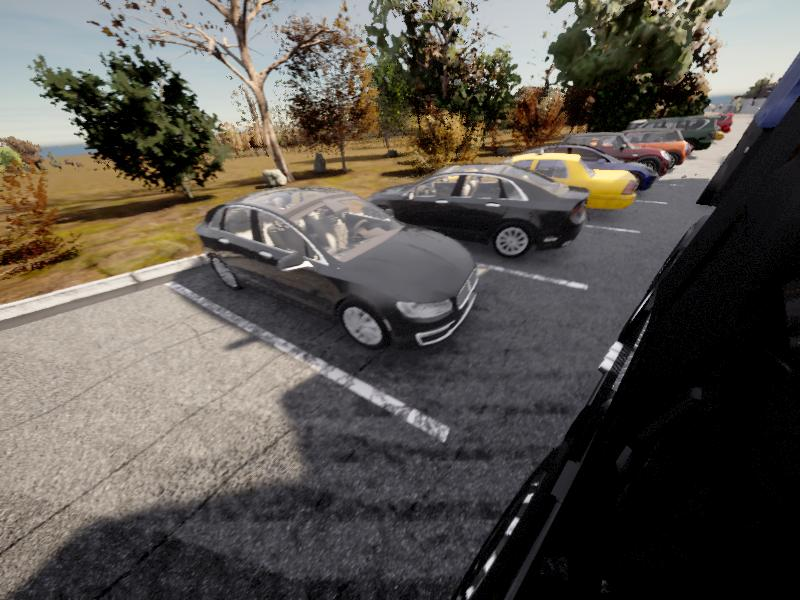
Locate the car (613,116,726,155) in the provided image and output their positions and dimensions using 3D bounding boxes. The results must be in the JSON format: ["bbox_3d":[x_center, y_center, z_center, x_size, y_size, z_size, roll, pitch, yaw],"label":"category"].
[{"bbox_3d":[18.300,-11.422,16.134,4.442,1.987,1.878,17,40,25],"label":"car"}]

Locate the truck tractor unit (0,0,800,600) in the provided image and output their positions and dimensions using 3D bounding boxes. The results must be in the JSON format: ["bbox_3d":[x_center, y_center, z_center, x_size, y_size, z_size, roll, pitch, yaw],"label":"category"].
[{"bbox_3d":[2.645,-0.295,0.352,6.516,4.208,3.053,-28,44,-30],"label":"truck tractor unit"}]

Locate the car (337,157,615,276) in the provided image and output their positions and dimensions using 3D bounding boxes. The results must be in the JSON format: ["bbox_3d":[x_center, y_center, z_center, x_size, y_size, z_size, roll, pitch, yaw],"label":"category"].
[{"bbox_3d":[1.319,-2.257,5.306,4.892,1.521,2.231,17,41,25],"label":"car"}]

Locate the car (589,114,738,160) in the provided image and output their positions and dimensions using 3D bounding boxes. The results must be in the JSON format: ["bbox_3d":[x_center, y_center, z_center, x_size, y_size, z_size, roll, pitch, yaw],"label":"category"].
[{"bbox_3d":[15.894,-10.264,14.693,5.566,2.045,2.435,17,41,25],"label":"car"}]

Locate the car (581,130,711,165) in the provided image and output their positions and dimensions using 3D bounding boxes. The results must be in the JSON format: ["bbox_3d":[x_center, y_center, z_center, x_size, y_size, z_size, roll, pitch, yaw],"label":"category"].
[{"bbox_3d":[13.658,-8.809,13.372,4.674,1.452,2.002,17,40,25],"label":"car"}]

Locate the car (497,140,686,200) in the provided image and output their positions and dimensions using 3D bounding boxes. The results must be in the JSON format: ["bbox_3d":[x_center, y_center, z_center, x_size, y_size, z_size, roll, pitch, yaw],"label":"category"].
[{"bbox_3d":[6.536,-4.999,8.697,4.792,1.488,2.163,17,40,25],"label":"car"}]

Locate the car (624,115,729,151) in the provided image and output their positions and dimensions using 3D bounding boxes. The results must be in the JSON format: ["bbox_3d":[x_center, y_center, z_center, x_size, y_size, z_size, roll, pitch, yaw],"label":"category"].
[{"bbox_3d":[20.574,-12.639,17.620,4.442,1.987,1.878,17,40,25],"label":"car"}]

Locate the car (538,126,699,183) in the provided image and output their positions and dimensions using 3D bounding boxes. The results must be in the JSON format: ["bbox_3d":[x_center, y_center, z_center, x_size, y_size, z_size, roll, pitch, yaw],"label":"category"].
[{"bbox_3d":[9.072,-6.522,10.319,4.553,1.767,2.185,17,40,25],"label":"car"}]

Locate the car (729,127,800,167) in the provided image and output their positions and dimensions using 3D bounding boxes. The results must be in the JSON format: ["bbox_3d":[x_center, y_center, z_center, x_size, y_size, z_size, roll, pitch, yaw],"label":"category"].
[{"bbox_3d":[19.500,-8.118,12.147,4.181,1.385,1.994,-28,44,-30],"label":"car"}]

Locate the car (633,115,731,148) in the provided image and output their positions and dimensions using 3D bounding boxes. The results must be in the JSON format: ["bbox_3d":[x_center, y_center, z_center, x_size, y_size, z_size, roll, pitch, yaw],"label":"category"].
[{"bbox_3d":[22.850,-13.856,19.108,4.442,1.987,1.878,17,40,25],"label":"car"}]

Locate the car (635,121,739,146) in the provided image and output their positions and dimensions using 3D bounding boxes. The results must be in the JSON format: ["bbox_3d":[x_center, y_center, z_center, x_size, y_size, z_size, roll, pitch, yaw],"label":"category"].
[{"bbox_3d":[25.195,-14.872,20.693,5.366,1.575,1.946,17,40,25],"label":"car"}]

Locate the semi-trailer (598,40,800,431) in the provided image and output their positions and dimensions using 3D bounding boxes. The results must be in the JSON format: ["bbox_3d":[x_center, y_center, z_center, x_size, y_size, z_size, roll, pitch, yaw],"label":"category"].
[{"bbox_3d":[8.694,-3.606,4.235,14.254,4.402,2.717,-28,44,-30],"label":"semi-trailer"}]

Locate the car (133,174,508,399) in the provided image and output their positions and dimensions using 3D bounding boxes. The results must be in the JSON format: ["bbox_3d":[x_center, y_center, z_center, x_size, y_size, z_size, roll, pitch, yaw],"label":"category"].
[{"bbox_3d":[-1.286,-0.879,3.622,4.892,1.521,2.231,17,40,25],"label":"car"}]

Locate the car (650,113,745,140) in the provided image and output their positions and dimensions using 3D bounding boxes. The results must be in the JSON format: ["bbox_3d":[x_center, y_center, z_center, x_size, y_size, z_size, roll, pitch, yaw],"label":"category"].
[{"bbox_3d":[31.815,-18.774,25.092,5.566,2.045,2.435,17,41,25],"label":"car"}]

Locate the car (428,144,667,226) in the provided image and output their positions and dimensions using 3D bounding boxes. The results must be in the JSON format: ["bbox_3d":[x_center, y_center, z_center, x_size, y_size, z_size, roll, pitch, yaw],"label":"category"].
[{"bbox_3d":[3.749,-3.692,7.072,5.366,1.575,1.946,17,41,25],"label":"car"}]

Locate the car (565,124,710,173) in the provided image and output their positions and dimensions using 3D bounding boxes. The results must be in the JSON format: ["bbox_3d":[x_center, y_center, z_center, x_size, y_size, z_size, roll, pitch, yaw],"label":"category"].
[{"bbox_3d":[11.399,-7.715,11.771,4.553,1.767,2.185,17,41,25],"label":"car"}]

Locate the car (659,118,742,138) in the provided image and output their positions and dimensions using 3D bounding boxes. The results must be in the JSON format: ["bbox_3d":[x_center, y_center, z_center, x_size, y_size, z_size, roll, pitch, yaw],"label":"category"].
[{"bbox_3d":[34.281,-19.740,26.643,5.366,1.575,1.946,17,40,25],"label":"car"}]
